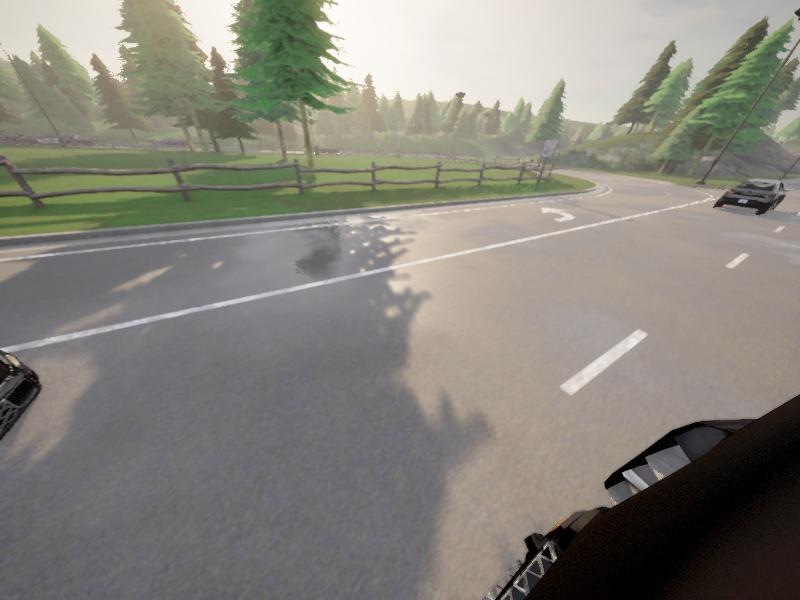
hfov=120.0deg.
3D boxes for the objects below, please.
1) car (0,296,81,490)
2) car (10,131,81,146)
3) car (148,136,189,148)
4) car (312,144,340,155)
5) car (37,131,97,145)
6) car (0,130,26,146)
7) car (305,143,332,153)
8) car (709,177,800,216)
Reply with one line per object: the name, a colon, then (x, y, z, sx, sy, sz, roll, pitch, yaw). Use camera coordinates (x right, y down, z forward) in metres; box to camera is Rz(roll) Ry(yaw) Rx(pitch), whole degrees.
car: (-4.597, 1.112, 0.577, 3.806, 1.475, 1.970, -16, 38, -26)
car: (-50.103, -22.913, 32.834, 4.974, 1.542, 2.038, -16, 38, -26)
car: (-42.947, -29.445, 43.091, 5.008, 1.535, 1.882, -16, 38, -26)
car: (-14.989, -30.659, 46.936, 5.027, 1.651, 2.152, -15, 38, -25)
car: (-53.951, -26.336, 37.594, 4.974, 1.542, 2.038, -16, 38, -26)
car: (-51.632, -20.268, 28.698, 4.856, 1.649, 2.033, -16, 38, -26)
car: (-18.315, -34.196, 51.983, 5.366, 1.575, 1.801, -15, 38, -25)
car: (19.300, -5.733, 12.570, 4.193, 1.474, 1.816, -16, 38, -26)
